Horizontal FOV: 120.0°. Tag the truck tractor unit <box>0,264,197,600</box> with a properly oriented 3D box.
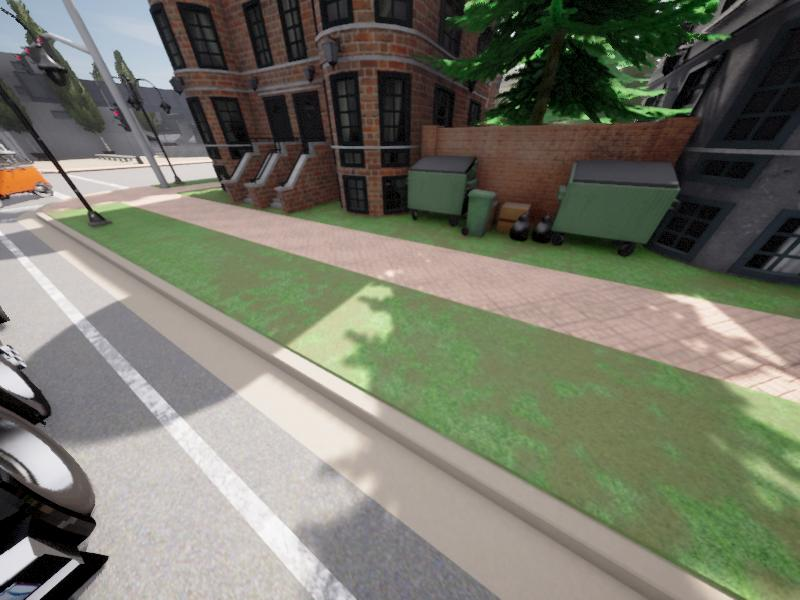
[{"bbox_3d":[-5.108,-0.305,0.774,6.516,4.208,3.053,19,39,24],"label":"truck tractor unit"}]

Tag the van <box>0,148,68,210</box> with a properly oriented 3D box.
[{"bbox_3d":[-17.553,-5.081,9.690,1.775,1.987,4.442,-14,37,-18],"label":"van"}]
